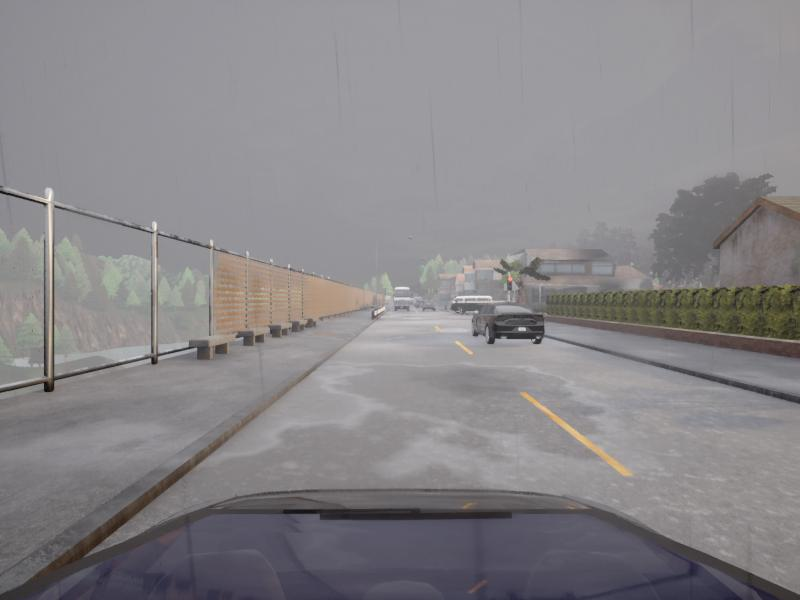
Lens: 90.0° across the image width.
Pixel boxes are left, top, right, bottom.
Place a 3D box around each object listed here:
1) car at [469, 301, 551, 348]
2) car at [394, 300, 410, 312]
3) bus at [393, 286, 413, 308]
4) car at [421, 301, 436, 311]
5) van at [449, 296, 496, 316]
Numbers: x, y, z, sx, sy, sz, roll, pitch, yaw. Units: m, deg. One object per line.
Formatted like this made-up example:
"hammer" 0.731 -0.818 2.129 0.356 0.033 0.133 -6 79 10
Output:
"car" 4.085 0.823 15.817 1.882 1.535 5.008 0 0 0
"car" 0.314 0.781 57.989 2.152 1.651 5.027 0 0 2
"bus" 0.551 -0.539 83.810 3.944 4.253 10.273 0 0 0
"car" 4.262 0.895 60.988 2.033 1.411 5.357 0 0 1
"van" 7.468 0.574 41.213 4.480 2.038 2.069 0 1 17
